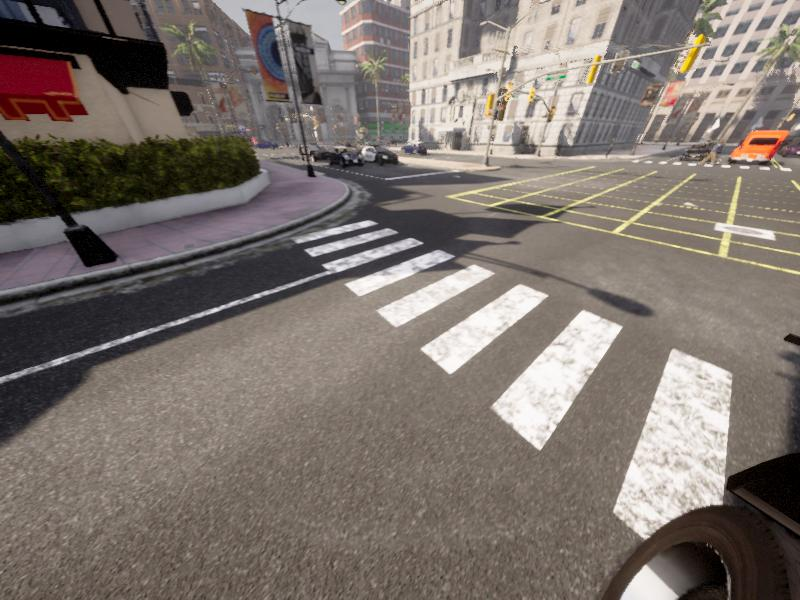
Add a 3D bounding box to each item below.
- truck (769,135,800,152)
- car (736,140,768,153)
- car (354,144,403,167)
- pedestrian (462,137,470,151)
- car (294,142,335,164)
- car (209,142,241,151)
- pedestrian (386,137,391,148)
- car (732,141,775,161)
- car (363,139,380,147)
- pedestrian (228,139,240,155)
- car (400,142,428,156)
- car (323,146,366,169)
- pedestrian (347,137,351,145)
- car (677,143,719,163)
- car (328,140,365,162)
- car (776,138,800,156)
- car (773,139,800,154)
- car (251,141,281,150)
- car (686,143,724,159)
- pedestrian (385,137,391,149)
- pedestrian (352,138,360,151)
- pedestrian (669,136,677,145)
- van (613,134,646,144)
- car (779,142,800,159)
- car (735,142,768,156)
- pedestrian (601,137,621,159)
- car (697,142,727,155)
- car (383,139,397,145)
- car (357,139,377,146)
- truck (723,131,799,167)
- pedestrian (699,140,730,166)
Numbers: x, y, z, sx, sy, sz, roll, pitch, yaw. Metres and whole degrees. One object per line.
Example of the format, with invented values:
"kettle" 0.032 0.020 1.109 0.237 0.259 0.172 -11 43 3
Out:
"truck" 63.133 -25.506 37.612 6.274 2.098 2.390 -25 42 -30
"car" 54.930 -23.994 36.058 4.792 1.488 2.163 -25 42 -30
"car" -2.113 -13.862 22.042 2.038 1.542 4.974 -25 43 -31
"pedestrian" 10.495 -24.784 36.741 0.751 1.860 0.751 -29 45 -34
"car" -9.153 -15.710 24.575 1.930 1.638 5.238 -25 42 -31
"car" -34.170 -30.114 45.228 4.718 1.301 1.895 -17 39 -23
"pedestrian" -2.438 -33.588 49.171 0.751 1.860 0.751 23 41 29
"car" 39.327 -16.735 25.791 5.238 1.638 1.930 -26 43 -31
"car" -7.360 -40.460 59.440 3.988 1.617 1.851 -25 42 -30
"pedestrian" -22.621 -20.852 31.454 0.751 1.860 0.751 -19 39 -24
"car" 1.943 -21.544 32.863 1.970 1.475 3.806 -25 42 -31
"car" -4.941 -12.639 20.383 1.970 1.475 3.806 -25 42 -31
"pedestrian" -14.812 -46.082 66.785 0.751 1.860 0.751 4 36 6
"car" 30.680 -15.177 23.769 4.892 1.490 1.837 -26 43 -31
"car" -6.045 -16.813 25.906 1.932 1.855 4.605 -25 42 -31
"car" 51.462 -19.941 30.024 3.866 1.878 1.905 -25 42 -31
"car" 56.751 -22.340 33.587 5.238 1.638 1.930 -25 42 -30
"car" -27.218 -31.437 46.928 4.674 1.442 1.812 -1 35 -1
"car" 36.895 -18.100 27.934 5.357 1.411 2.033 -25 43 -31
"pedestrian" -2.368 -30.489 44.817 0.751 1.860 0.751 -29 45 -34
"pedestrian" -7.726 -27.334 40.671 0.751 1.860 0.751 30 45 35
"pedestrian" 74.555 -43.560 63.090 0.751 1.860 0.751 -26 43 -32
"van" 69.550 -48.931 70.206 2.351 2.431 6.366 -28 44 -33
"car" 46.829 -17.602 27.118 4.193 1.474 1.816 -25 42 -31
"car" 48.045 -20.736 31.607 4.181 1.385 1.994 -25 42 -30
"pedestrian" 22.533 -16.265 24.715 0.751 1.860 0.751 -27 43 -32
"car" 44.679 -21.771 33.077 4.181 1.385 1.994 -26 43 -31
"car" -2.762 -45.200 66.045 3.705 1.549 1.789 -25 42 -30
"car" -8.822 -42.399 62.119 4.974 1.542 2.038 -25 42 -30
"truck" 32.594 -13.860 21.074 5.204 2.467 2.627 -25 42 -31
"pedestrian" 26.994 -12.628 19.846 0.751 1.860 0.751 -22 41 -28
